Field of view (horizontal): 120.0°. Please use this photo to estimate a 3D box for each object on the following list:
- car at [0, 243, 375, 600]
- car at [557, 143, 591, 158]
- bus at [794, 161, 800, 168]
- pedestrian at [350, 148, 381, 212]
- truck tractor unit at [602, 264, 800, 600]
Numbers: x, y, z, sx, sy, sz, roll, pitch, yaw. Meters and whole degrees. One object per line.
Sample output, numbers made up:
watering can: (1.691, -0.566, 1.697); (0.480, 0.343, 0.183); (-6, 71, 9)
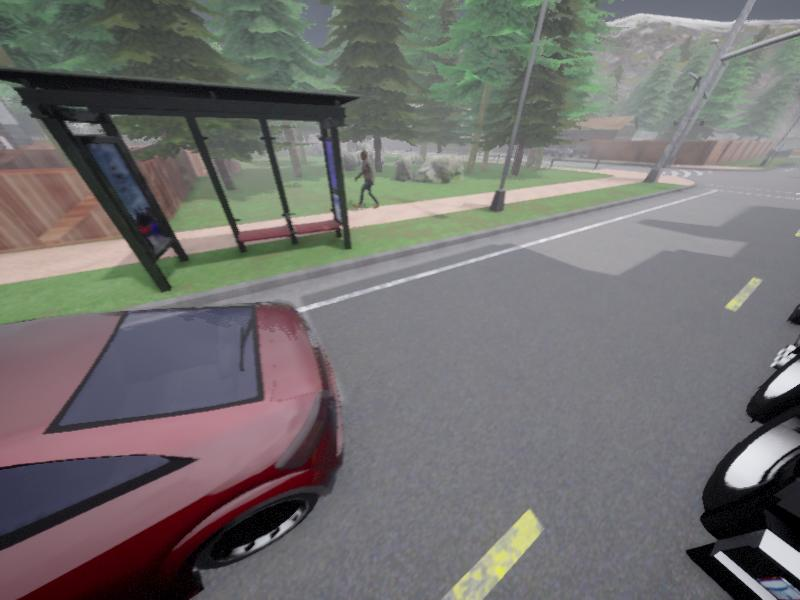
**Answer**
car: (-2.504, 1.043, 1.295); (4.181, 1.385, 1.994); (-18, 39, -24)
car: (26.626, -22.925, 35.373); (4.605, 1.855, 1.932); (-19, 39, -25)
bus: (48.094, -16.483, 24.508); (10.273, 4.253, 3.944); (-18, 39, -24)
pedestrian: (-1.174, -4.134, 8.017); (0.751, 1.860, 0.751); (-12, 37, -17)
truck tractor unit: (5.118, -0.291, 0.789); (6.516, 4.208, 3.053); (-18, 39, -24)
